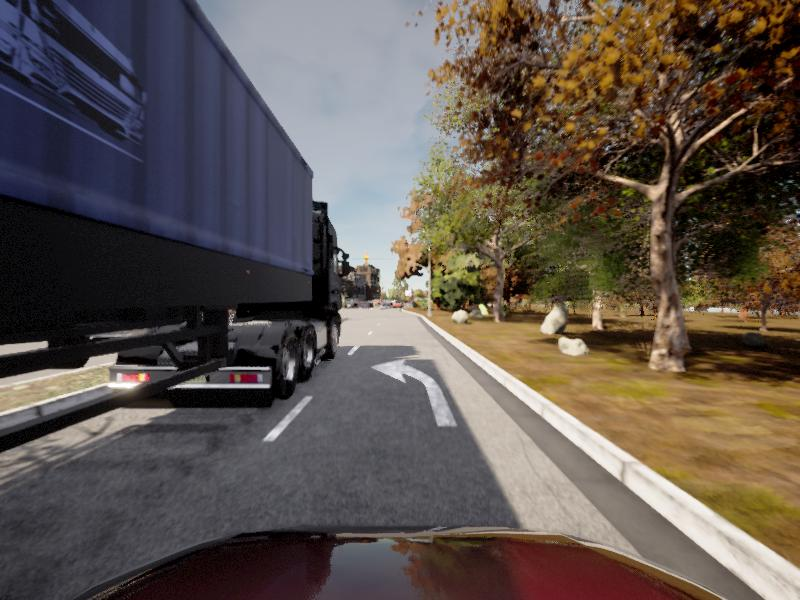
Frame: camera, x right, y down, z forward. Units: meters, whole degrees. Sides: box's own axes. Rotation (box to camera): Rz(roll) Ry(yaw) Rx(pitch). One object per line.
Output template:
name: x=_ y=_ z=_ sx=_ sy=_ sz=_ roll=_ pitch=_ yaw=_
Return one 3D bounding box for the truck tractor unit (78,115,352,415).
truck tractor unit: x=-2.993 y=-0.502 z=8.886 sx=3.053 sy=4.208 sz=6.516 roll=0 pitch=0 yaw=0

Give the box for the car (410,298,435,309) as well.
car: x=4.266 y=0.636 z=76.727 sx=4.442 sy=1.987 sz=1.878 roll=1 pitch=0 yaw=-14

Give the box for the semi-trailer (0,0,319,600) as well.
semi-trailer: x=-2.998 y=-0.615 z=0.970 sx=2.717 sy=4.402 sz=14.254 roll=0 pitch=0 yaw=0
